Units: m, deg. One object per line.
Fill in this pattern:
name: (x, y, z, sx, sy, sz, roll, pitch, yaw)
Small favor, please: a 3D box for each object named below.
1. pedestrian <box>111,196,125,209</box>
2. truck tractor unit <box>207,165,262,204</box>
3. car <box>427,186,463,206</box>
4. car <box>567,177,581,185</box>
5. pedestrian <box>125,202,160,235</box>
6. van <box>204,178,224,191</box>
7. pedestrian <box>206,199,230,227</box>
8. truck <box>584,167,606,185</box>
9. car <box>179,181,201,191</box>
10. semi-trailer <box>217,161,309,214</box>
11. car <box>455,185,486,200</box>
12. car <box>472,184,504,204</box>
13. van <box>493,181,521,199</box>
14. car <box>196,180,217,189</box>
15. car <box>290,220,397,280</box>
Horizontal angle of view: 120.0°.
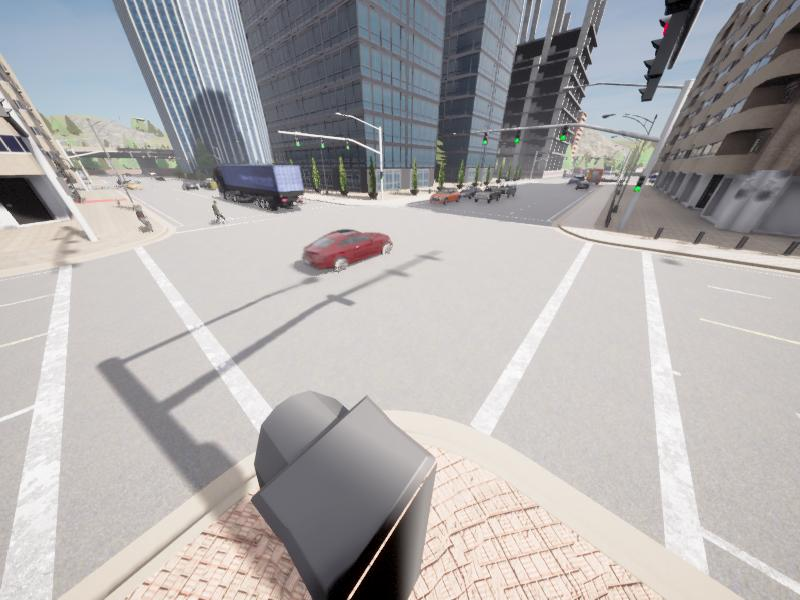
pedestrian: (-29.690, -10.271, 24.343, 0.500, 1.100, 0.500, 23, 37, 34)
truck tractor unit: (-21.854, -15.414, 30.479, 6.516, 4.208, 3.053, 23, 37, 34)
car: (5.584, -12.881, 28.411, 2.097, 1.767, 4.553, 23, 37, 34)
car: (43.697, -29.798, 57.969, 1.882, 1.535, 5.008, 22, 37, 33)
pedestrian: (-16.618, -5.281, 14.939, 0.751, 1.860, 0.751, 21, 36, 31)
van: (-36.670, -22.748, 45.421, 4.442, 1.987, 1.775, 26, 39, 37)
pedestrian: (-13.922, -6.690, 17.679, 0.751, 1.860, 0.751, 23, 37, 34)
truck: (51.142, -32.548, 60.439, 2.891, 3.827, 8.468, 22, 37, 33)
car: (-41.182, -22.370, 45.225, 4.514, 1.525, 2.007, 23, 37, 34)
semi-trailer: (-15.797, -12.949, 26.017, 14.254, 4.402, 2.717, 23, 37, 34)
car: (10.100, -15.400, 33.058, 2.128, 1.511, 4.902, 23, 37, 34)
car: (11.313, -13.571, 29.522, 1.932, 1.855, 4.605, 23, 37, 34)
van: (15.712, -16.227, 33.959, 2.069, 2.038, 4.480, 23, 37, 34)
car: (-41.206, -24.667, 49.204, 4.514, 1.525, 2.007, 23, 37, 34)
car: (-2.380, -2.610, 11.037, 1.812, 1.442, 4.674, 23, 37, 34)
